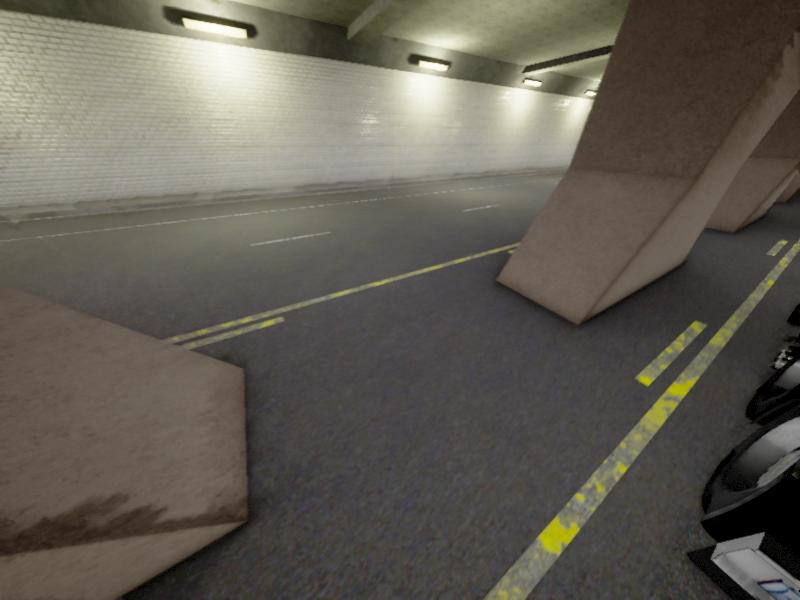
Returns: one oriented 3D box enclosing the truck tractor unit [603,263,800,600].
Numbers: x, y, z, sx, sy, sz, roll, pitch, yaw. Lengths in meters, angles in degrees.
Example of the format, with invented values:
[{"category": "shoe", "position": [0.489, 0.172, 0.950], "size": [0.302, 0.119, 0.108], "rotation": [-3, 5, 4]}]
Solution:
[{"category": "truck tractor unit", "position": [5.110, -0.301, 0.797], "size": [6.516, 4.208, 3.053], "rotation": [-18, 39, -24]}]
